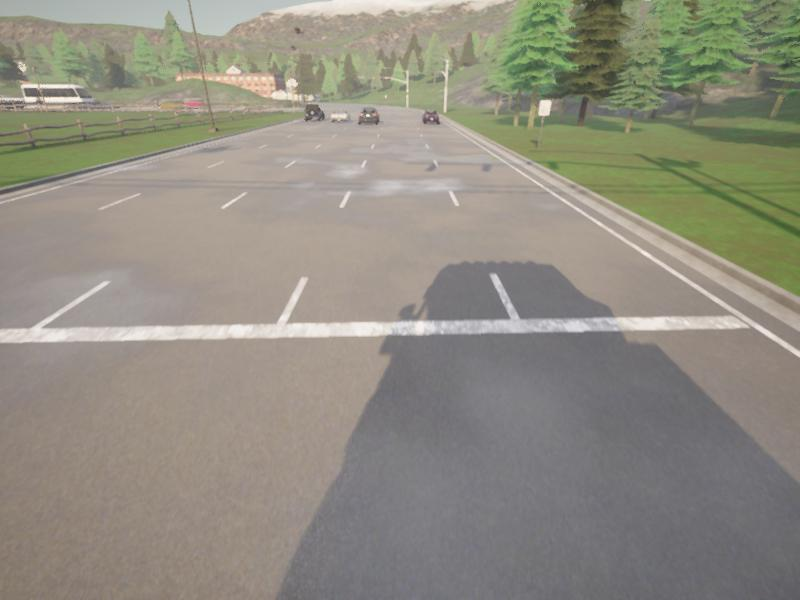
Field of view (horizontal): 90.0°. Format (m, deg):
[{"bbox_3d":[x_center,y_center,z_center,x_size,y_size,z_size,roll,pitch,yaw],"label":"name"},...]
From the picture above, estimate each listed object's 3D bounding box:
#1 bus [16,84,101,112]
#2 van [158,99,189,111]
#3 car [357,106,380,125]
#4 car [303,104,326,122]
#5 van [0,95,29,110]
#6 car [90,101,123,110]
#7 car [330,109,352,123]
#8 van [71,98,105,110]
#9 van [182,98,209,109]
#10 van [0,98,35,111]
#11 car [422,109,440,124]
[{"bbox_3d":[-60.253,-35.819,70.931,10.273,4.253,3.944,0,27,-1],"label":"bus"},{"bbox_3d":[-42.221,-36.390,74.661,4.442,1.987,1.775,0,27,-1],"label":"van"},{"bbox_3d":[-3.480,-21.058,45.582,2.242,1.667,4.611,0,27,0],"label":"car"},{"bbox_3d":[-10.477,-23.023,49.097,1.905,1.878,3.866,0,27,0],"label":"car"},{"bbox_3d":[-76.029,-38.196,77.246,5.915,2.561,1.988,0,27,-1],"label":"van"},{"bbox_3d":[-59.201,-39.341,80.806,4.792,1.488,2.163,0,27,-1],"label":"car"},{"bbox_3d":[-6.980,-21.932,47.659,1.895,1.301,4.718,0,27,0],"label":"car"},{"bbox_3d":[-60.468,-37.983,77.553,4.480,2.038,2.069,0,27,-1],"label":"van"},{"bbox_3d":[-42.929,-41.202,83.986,4.442,1.987,1.775,0,27,-1],"label":"van"},{"bbox_3d":[-71.327,-36.359,74.319,4.480,2.038,2.069,0,27,-1],"label":"van"},{"bbox_3d":[3.518,-21.129,45.990,1.816,1.474,4.193,0,27,0],"label":"car"}]
